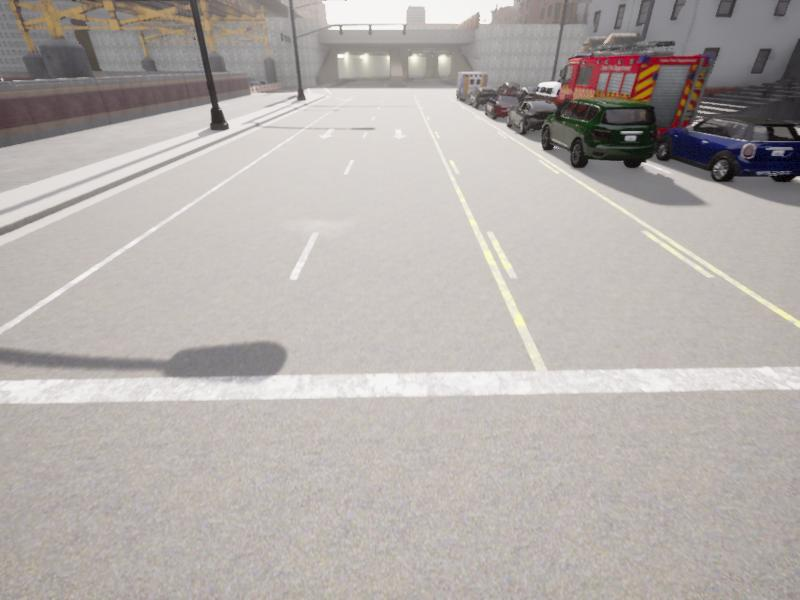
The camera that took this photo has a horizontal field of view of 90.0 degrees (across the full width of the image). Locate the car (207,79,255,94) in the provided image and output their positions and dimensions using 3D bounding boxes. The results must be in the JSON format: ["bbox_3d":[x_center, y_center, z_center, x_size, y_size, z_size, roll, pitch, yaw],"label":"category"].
[{"bbox_3d":[-21.187,-26.886,50.283,2.038,1.542,4.974,26,39,36],"label":"car"}]

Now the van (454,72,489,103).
[{"bbox_3d":[6.992,-21.347,39.981,2.351,2.431,6.366,0,30,0],"label":"van"}]

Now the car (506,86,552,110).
[{"bbox_3d":[10.483,-16.693,32.946,2.128,1.511,4.902,0,30,0],"label":"car"}]

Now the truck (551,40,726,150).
[{"bbox_3d":[10.497,-10.025,19.287,2.891,3.827,8.468,0,30,0],"label":"truck"}]

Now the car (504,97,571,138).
[{"bbox_3d":[6.992,-9.675,20.997,1.837,1.490,4.892,0,30,0],"label":"car"}]

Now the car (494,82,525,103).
[{"bbox_3d":[10.492,-20.141,38.734,1.851,1.617,3.988,0,30,0],"label":"car"}]

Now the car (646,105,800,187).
[{"bbox_3d":[10.495,-5.132,12.948,2.097,1.767,4.553,0,30,0],"label":"car"}]

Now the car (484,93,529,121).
[{"bbox_3d":[6.970,-12.963,26.728,1.994,1.385,4.181,1,30,1],"label":"car"}]

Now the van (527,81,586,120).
[{"bbox_3d":[10.489,-13.668,27.263,2.069,2.038,4.480,0,30,0],"label":"van"}]

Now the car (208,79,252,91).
[{"bbox_3d":[-21.222,-27.003,50.170,1.853,1.218,4.536,26,39,36],"label":"car"}]

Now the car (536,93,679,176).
[{"bbox_3d":[6.995,-6.188,14.503,2.150,2.045,5.566,0,30,0],"label":"car"}]

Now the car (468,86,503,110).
[{"bbox_3d":[6.989,-16.849,33.232,1.837,1.490,4.892,0,30,0],"label":"car"}]
